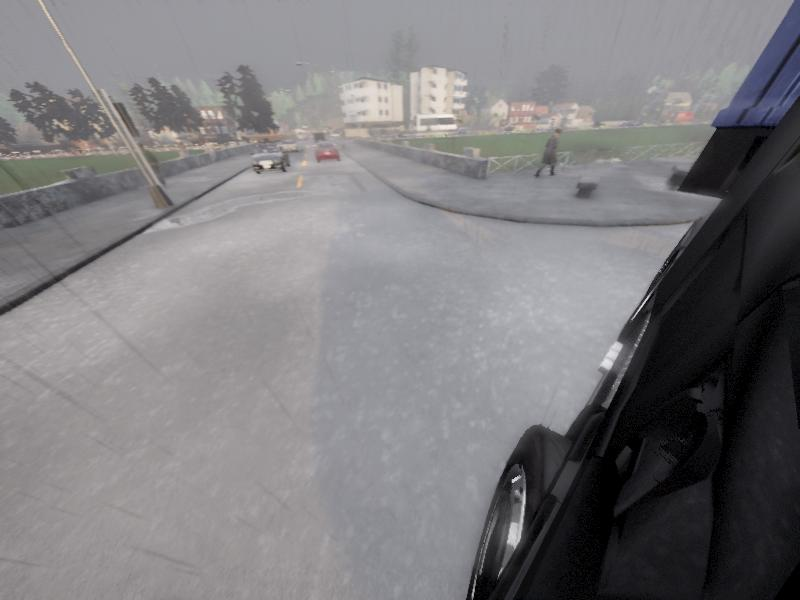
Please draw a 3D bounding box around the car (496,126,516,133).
[{"bbox_3d":[29.228,-47.011,63.731,4.892,1.490,1.837,-12,38,-13],"label":"car"}]

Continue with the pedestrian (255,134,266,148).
[{"bbox_3d":[-22.543,-25.680,37.368,0.751,1.860,0.751,-13,38,-14],"label":"pedestrian"}]

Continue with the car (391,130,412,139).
[{"bbox_3d":[0.384,-40.904,57.062,4.892,1.490,1.837,-11,38,-12],"label":"car"}]

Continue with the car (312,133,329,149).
[{"bbox_3d":[-11.857,-23.573,34.183,1.905,1.878,3.866,-12,38,-13],"label":"car"}]

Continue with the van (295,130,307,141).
[{"bbox_3d":[-28.821,-48.186,67.543,2.351,2.431,6.366,-12,38,-13],"label":"van"}]

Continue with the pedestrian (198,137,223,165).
[{"bbox_3d":[-15.807,-12.472,19.350,0.751,1.860,0.751,-10,38,-11],"label":"pedestrian"}]

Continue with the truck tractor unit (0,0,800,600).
[{"bbox_3d":[2.645,-0.295,0.352,6.516,4.208,3.053,-28,44,-30],"label":"truck tractor unit"}]

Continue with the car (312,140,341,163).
[{"bbox_3d":[-6.587,-13.261,20.551,1.994,1.385,4.181,-12,38,-13],"label":"car"}]

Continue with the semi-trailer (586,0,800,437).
[{"bbox_3d":[9.639,-2.685,3.006,14.254,4.402,2.717,-15,38,-17],"label":"semi-trailer"}]

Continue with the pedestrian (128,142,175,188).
[{"bbox_3d":[-12.080,-6.573,11.264,0.751,1.860,0.751,30,47,35],"label":"pedestrian"}]

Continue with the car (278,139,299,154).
[{"bbox_3d":[-14.184,-19.680,29.593,1.895,1.301,4.718,-12,38,-13],"label":"car"}]

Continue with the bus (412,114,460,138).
[{"bbox_3d":[8.293,-41.336,54.926,10.273,4.253,3.944,-11,38,-12],"label":"bus"}]

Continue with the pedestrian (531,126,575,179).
[{"bbox_3d":[6.640,-6.437,10.132,0.751,1.860,0.751,-11,38,-11],"label":"pedestrian"}]

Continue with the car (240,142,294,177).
[{"bbox_3d":[-8.904,-9.821,15.950,2.128,1.511,4.902,-11,38,-12],"label":"car"}]

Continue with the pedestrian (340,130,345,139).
[{"bbox_3d":[-14.622,-41.941,58.516,0.751,1.860,0.751,-11,38,-12],"label":"pedestrian"}]

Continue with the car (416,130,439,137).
[{"bbox_3d":[7.048,-42.331,58.709,5.357,1.411,2.033,-12,38,-13],"label":"car"}]

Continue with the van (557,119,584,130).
[{"bbox_3d":[50.427,-51.826,68.283,6.366,2.431,2.351,-12,38,-13],"label":"van"}]
